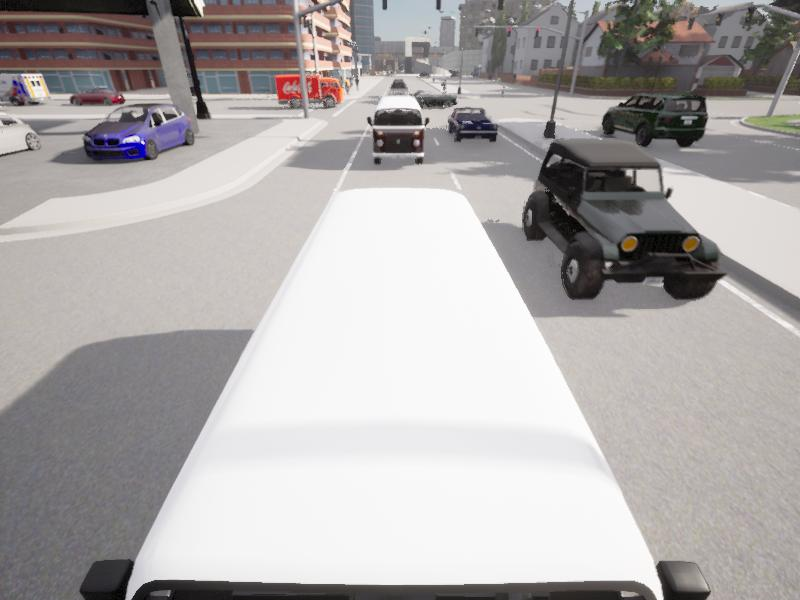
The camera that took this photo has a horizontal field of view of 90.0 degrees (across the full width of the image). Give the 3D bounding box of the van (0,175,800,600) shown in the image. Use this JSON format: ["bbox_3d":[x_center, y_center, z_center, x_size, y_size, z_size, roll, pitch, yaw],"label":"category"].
[{"bbox_3d":[-0.016,0.628,2.932,2.069,2.038,4.480,0,30,0],"label":"van"}]

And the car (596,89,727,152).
[{"bbox_3d":[11.432,-8.336,18.244,2.150,2.045,5.566,0,30,0],"label":"car"}]

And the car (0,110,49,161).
[{"bbox_3d":[-15.513,-5.917,14.559,1.970,1.475,3.806,0,30,0],"label":"car"}]

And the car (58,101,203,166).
[{"bbox_3d":[-9.770,-6.448,15.150,2.242,1.667,4.611,0,30,0],"label":"car"}]

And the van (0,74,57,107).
[{"bbox_3d":[-34.697,-18.434,35.136,6.366,2.431,2.351,-1,30,-1],"label":"van"}]

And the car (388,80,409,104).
[{"bbox_3d":[-0.135,-19.851,38.110,1.932,1.855,4.605,0,30,0],"label":"car"}]

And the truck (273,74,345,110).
[{"bbox_3d":[-7.261,-17.037,32.721,5.204,2.467,2.627,-3,30,-4],"label":"truck"}]

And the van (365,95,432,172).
[{"bbox_3d":[-0.059,-6.273,14.720,2.069,2.038,4.480,0,30,0],"label":"van"}]

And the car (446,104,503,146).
[{"bbox_3d":[3.427,-8.531,19.320,1.895,1.301,4.718,0,30,0],"label":"car"}]

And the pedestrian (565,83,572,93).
[{"bbox_3d":[20.974,-26.408,49.753,0.500,1.100,0.500,-1,30,-2],"label":"pedestrian"}]

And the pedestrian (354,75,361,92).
[{"bbox_3d":[-5.489,-27.935,51.608,0.751,1.860,0.751,-3,30,-5],"label":"pedestrian"}]

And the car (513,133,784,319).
[{"bbox_3d":[3.466,-1.528,6.748,1.905,1.878,3.866,0,30,0],"label":"car"}]

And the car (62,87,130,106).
[{"bbox_3d":[-26.927,-18.048,35.527,4.181,1.385,1.994,0,30,0],"label":"car"}]

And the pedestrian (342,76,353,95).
[{"bbox_3d":[-5.928,-24.252,45.306,0.751,1.860,0.751,26,39,37],"label":"pedestrian"}]

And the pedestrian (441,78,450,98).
[{"bbox_3d":[4.944,-23.265,43.922,0.751,1.860,0.751,9,31,15],"label":"pedestrian"}]

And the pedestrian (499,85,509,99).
[{"bbox_3d":[11.182,-22.401,42.999,0.751,1.300,0.751,2,30,3],"label":"pedestrian"}]

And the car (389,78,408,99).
[{"bbox_3d":[-0.153,-23.497,44.347,1.932,1.855,4.605,0,30,0],"label":"car"}]

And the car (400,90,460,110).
[{"bbox_3d":[2.397,-16.450,32.868,4.718,1.301,1.895,0,30,0],"label":"car"}]

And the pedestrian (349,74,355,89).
[{"bbox_3d":[-7.030,-31.887,58.369,0.751,1.860,0.751,0,30,1],"label":"pedestrian"}]
